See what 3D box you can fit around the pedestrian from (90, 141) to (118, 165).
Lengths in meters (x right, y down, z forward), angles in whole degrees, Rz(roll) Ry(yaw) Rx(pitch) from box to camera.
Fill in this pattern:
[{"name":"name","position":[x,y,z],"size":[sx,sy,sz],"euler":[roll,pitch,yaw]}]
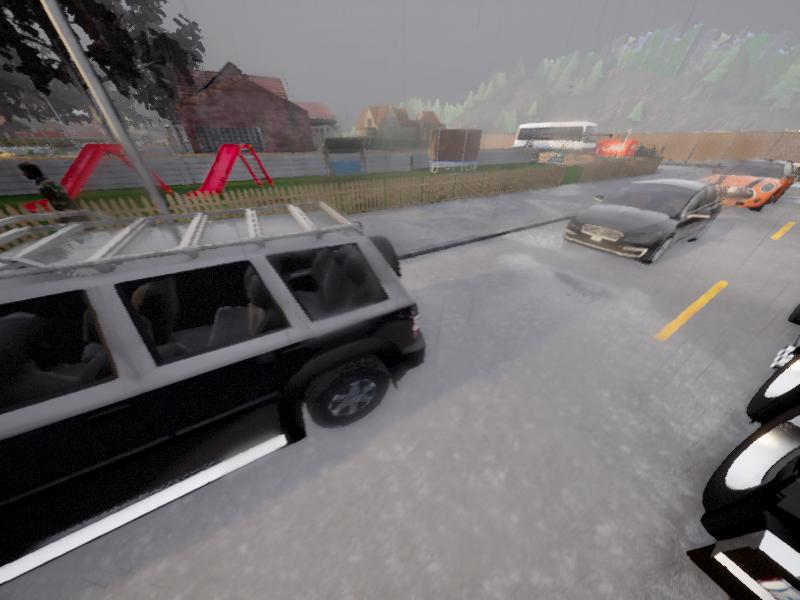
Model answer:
[{"name":"pedestrian","position":[-28.080,-13.957,21.973],"size":[0.751,1.860,0.751],"euler":[-18,39,-25]}]

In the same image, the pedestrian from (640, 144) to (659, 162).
[{"name":"pedestrian","position":[31.693,-18.685,29.331],"size":[0.751,1.860,0.751],"euler":[-19,39,-26]}]

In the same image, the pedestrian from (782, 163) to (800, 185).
[{"name":"pedestrian","position":[26.005,-8.459,14.751],"size":[0.751,1.860,0.751],"euler":[-18,39,-24]}]

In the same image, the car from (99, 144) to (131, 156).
[{"name":"car","position":[-43.584,-23.093,35.486],"size":[1.845,1.501,3.633],"euler":[-18,39,-24]}]

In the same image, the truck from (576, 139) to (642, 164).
[{"name":"truck","position":[26.743,-19.269,29.822],"size":[2.627,2.467,5.204],"euler":[-18,39,-24]}]

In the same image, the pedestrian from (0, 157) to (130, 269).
[{"name":"pedestrian","position":[-6.511,-1.674,4.508],"size":[0.751,1.860,0.751],"euler":[-18,39,-25]}]

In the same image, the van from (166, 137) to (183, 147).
[{"name":"van","position":[-67.781,-47.560,69.530],"size":[1.988,2.561,5.915],"euler":[-18,39,-24]}]

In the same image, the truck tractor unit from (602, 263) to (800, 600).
[{"name":"truck tractor unit","position":[5.116,-0.293,0.796],"size":[6.516,4.208,3.053],"euler":[-18,39,-24]}]

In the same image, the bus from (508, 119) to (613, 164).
[{"name":"bus","position":[20.843,-21.442,31.325],"size":[3.944,4.253,10.273],"euler":[-18,39,-24]}]

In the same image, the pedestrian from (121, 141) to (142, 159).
[{"name":"pedestrian","position":[-32.479,-18.160,27.978],"size":[0.751,1.860,0.751],"euler":[-16,38,-23]}]

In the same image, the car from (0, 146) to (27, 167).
[{"name":"car","position":[-38.238,-13.239,21.316],"size":[1.801,1.575,5.366],"euler":[-18,39,-24]}]

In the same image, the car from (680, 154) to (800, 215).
[{"name":"car","position":[14.886,-5.098,9.912],"size":[4.553,1.767,2.097],"euler":[-18,39,-24]}]

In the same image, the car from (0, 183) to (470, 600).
[{"name":"car","position":[-2.004,0.345,1.861],"size":[4.605,1.855,1.932],"euler":[-17,38,-25]}]

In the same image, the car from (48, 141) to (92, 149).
[{"name":"car","position":[-74.895,-35.320,52.504],"size":[5.357,1.415,2.033],"euler":[-18,39,-24]}]

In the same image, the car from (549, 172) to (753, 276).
[{"name":"car","position":[6.497,-2.263,6.019],"size":[4.892,1.490,1.837],"euler":[-18,39,-24]}]
